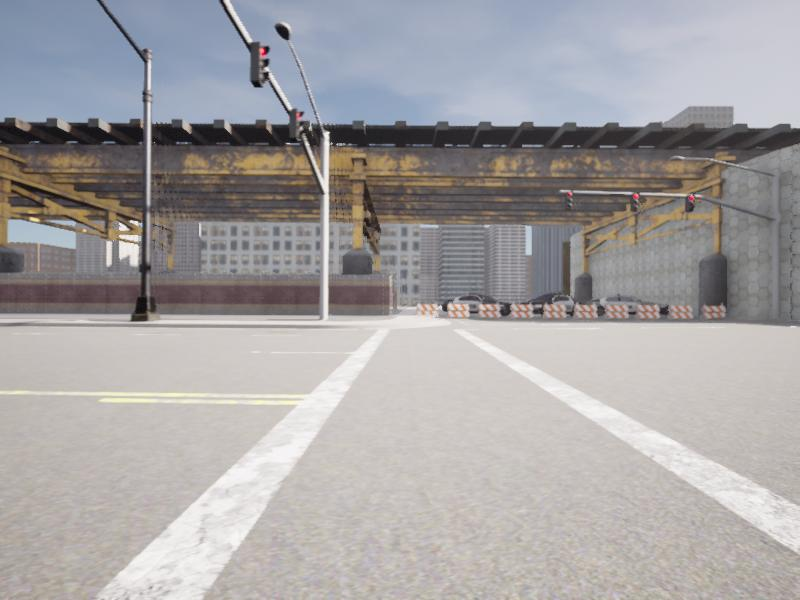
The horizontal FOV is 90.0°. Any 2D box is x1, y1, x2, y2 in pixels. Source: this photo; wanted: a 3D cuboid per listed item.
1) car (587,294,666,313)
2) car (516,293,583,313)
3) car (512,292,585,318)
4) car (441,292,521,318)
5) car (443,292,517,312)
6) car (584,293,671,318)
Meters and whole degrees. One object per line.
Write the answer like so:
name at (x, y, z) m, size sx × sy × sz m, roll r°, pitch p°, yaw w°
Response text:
car at (15.237, 0.205, 27.086) m, size 4.536 × 1.218 × 1.853 m, roll 0°, pitch 0°, yaw 31°
car at (9.934, 0.175, 26.485) m, size 4.536 × 1.218 × 1.853 m, roll 0°, pitch 0°, yaw -34°
car at (9.891, 0.332, 26.455) m, size 4.974 × 1.542 × 2.038 m, roll 0°, pitch 0°, yaw -34°
car at (5.285, 0.308, 26.602) m, size 2.038 × 1.542 × 4.974 m, roll 1°, pitch 0°, yaw -44°
car at (5.249, 0.150, 26.639) m, size 1.853 × 1.218 × 4.536 m, roll 1°, pitch 0°, yaw -44°
car at (15.282, 0.363, 27.060) m, size 4.974 × 1.542 × 2.038 m, roll 0°, pitch 0°, yaw 31°
